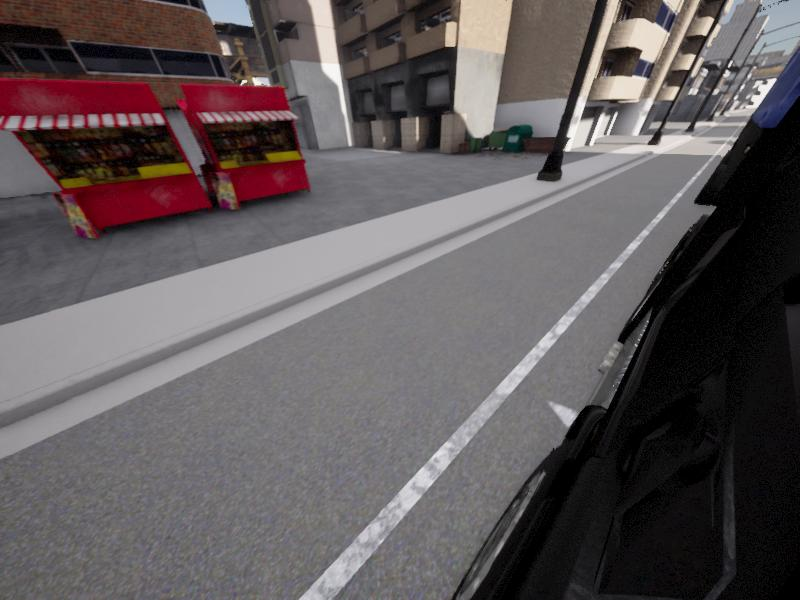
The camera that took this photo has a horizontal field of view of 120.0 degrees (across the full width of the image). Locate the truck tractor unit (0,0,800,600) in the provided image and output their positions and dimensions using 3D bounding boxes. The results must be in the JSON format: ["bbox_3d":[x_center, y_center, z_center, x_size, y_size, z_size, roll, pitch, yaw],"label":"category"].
[{"bbox_3d":[2.645,-0.295,0.351,6.516,4.208,3.053,-28,44,-30],"label":"truck tractor unit"}]

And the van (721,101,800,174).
[{"bbox_3d":[18.477,-7.997,11.164,6.366,2.431,2.351,-28,44,-30],"label":"van"}]

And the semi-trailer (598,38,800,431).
[{"bbox_3d":[8.670,-3.620,4.261,14.254,4.402,2.717,-28,44,-30],"label":"semi-trailer"}]

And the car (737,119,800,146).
[{"bbox_3d":[29.587,-13.548,18.650,4.902,1.511,2.128,-28,44,-30],"label":"car"}]
